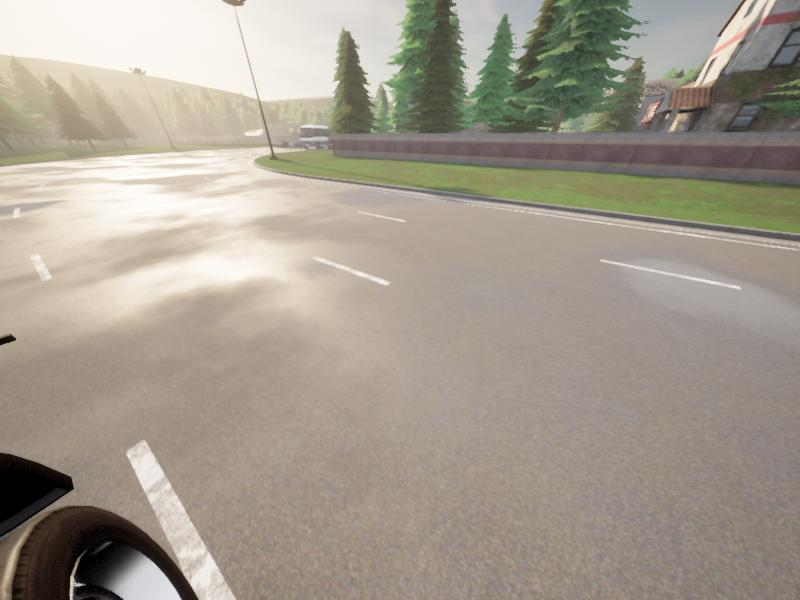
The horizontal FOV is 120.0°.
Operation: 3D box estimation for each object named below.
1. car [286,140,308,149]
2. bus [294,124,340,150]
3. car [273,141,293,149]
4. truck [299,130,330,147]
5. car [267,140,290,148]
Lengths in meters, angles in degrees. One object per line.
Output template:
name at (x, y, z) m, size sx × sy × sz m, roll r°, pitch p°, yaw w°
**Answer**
car at (-23.980, -36.428, 53.983) m, size 2.033 × 1.649 × 4.856 m, roll 10°, pitch 36°, yaw 14°
bus at (-17.636, -35.460, 50.390) m, size 3.944 × 4.253 × 10.273 m, roll 8°, pitch 36°, yaw 11°
car at (-27.509, -36.656, 54.419) m, size 1.816 × 1.474 × 4.193 m, roll 10°, pitch 36°, yaw 14°
truck at (-24.586, -47.090, 67.209) m, size 2.891 × 3.827 × 8.468 m, roll 16°, pitch 38°, yaw 21°
car at (-30.055, -38.597, 57.161) m, size 2.163 × 1.488 × 4.792 m, roll 10°, pitch 36°, yaw 14°
